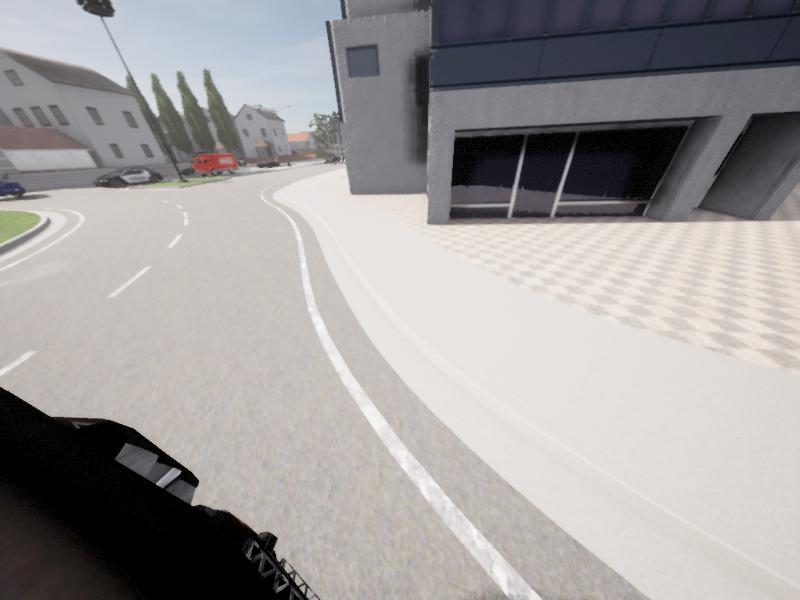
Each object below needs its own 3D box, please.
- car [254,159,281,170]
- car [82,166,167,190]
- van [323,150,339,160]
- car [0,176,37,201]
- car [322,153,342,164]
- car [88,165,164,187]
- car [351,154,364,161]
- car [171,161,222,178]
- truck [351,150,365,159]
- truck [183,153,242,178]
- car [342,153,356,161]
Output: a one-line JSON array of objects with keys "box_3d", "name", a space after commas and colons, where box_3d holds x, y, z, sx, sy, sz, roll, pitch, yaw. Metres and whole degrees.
[{"box_3d": [-23.239, -23.913, 40.719, 1.895, 1.301, 4.718, 1, 34, 6], "name": "car"}, {"box_3d": [-27.384, -12.347, 23.276, 2.038, 1.542, 4.974, 10, 36, 18], "name": "car"}, {"box_3d": [-20.226, -42.846, 68.155, 2.351, 2.431, 6.366, 1, 34, 6], "name": "van"}, {"box_3d": [-32.517, -8.376, 17.624, 5.008, 1.535, 1.882, -10, 34, -10], "name": "car"}, {"box_3d": [-14.292, -29.949, 48.880, 2.242, 1.667, 4.611, 1, 34, 6], "name": "car"}, {"box_3d": [-30.021, -13.834, 25.633, 2.033, 1.649, 4.856, 9, 35, 17], "name": "car"}, {"box_3d": [-10.110, -33.955, 54.991, 1.895, 1.301, 4.718, 1, 34, 6], "name": "car"}, {"box_3d": [-28.014, -18.193, 32.082, 1.930, 1.638, 5.238, 3, 34, 9], "name": "car"}, {"box_3d": [-12.222, -42.781, 67.783, 2.390, 2.098, 6.274, 1, 34, 6], "name": "truck"}, {"box_3d": [-24.692, -18.031, 30.846, 2.627, 2.467, 5.204, 4, 34, 10], "name": "truck"}, {"box_3d": [-13.143, -36.909, 59.417, 2.038, 1.542, 4.974, 1, 34, 6], "name": "car"}]
